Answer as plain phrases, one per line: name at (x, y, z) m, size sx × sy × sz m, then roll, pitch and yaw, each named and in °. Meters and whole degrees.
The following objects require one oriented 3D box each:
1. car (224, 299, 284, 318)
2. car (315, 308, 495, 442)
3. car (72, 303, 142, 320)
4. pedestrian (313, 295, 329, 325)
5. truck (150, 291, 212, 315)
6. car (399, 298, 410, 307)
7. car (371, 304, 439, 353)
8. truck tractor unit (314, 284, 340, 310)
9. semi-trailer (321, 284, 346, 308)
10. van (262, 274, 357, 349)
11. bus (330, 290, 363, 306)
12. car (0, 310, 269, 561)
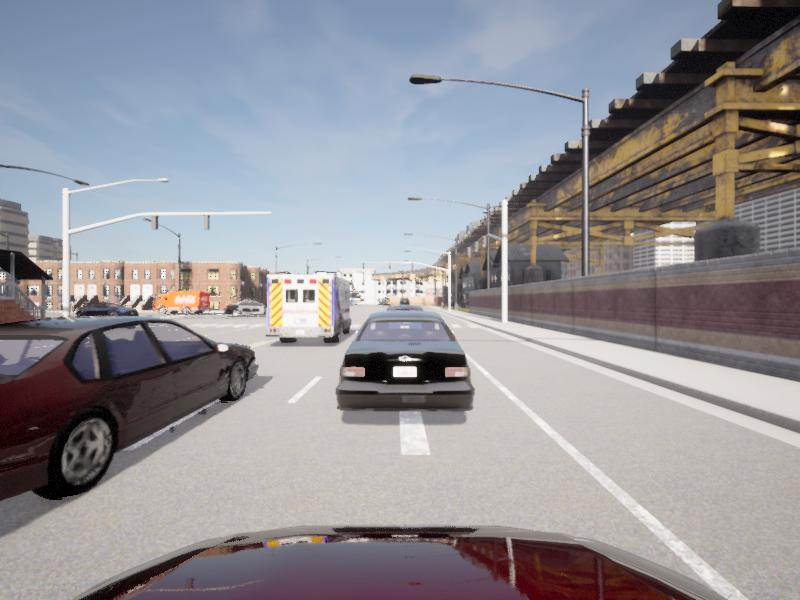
car at (-13.897, 0.768, 38.091) m, size 5.238 × 1.638 × 1.930 m, roll 0°, pitch 1°, yaw -22°
car at (0.088, 0.894, 7.195) m, size 2.033 × 1.411 × 5.357 m, roll 0°, pitch 0°, yaw 1°
car at (-23.557, 0.905, 32.288) m, size 4.181 × 1.385 × 1.994 m, roll 0°, pitch 0°, yaw 2°
pedestrian at (-5.125, 0.635, 25.897) m, size 0.751 × 1.860 × 0.751 m, roll 0°, pitch 0°, yaw 23°
truck at (-23.376, 0.354, 42.802) m, size 5.204 × 2.467 × 2.627 m, roll 0°, pitch 0°, yaw 3°
car at (1.030, 0.562, 92.927) m, size 2.150 × 2.045 × 5.566 m, roll 0°, pitch 0°, yaw -2°
car at (0.178, 0.894, 14.747) m, size 2.033 × 1.411 × 5.357 m, roll 0°, pitch 0°, yaw 1°
truck tractor unit at (-13.039, -0.630, 72.007) m, size 3.053 × 4.208 × 6.516 m, roll 4°, pitch 1°, yaw 0°
semi-trailer at (-13.085, -0.666, 79.964) m, size 2.717 × 4.402 × 14.254 m, roll 0°, pitch -1°, yaw 0°
van at (-3.303, 0.377, 16.290) m, size 2.351 × 2.431 × 6.366 m, roll 0°, pitch 0°, yaw 1°
bus at (-14.871, -0.540, 110.876) m, size 3.944 × 4.253 × 10.273 m, roll 1°, pitch -1°, yaw -42°
car at (-3.444, 0.894, 4.639) m, size 2.033 × 1.411 × 5.357 m, roll 0°, pitch 0°, yaw 1°
